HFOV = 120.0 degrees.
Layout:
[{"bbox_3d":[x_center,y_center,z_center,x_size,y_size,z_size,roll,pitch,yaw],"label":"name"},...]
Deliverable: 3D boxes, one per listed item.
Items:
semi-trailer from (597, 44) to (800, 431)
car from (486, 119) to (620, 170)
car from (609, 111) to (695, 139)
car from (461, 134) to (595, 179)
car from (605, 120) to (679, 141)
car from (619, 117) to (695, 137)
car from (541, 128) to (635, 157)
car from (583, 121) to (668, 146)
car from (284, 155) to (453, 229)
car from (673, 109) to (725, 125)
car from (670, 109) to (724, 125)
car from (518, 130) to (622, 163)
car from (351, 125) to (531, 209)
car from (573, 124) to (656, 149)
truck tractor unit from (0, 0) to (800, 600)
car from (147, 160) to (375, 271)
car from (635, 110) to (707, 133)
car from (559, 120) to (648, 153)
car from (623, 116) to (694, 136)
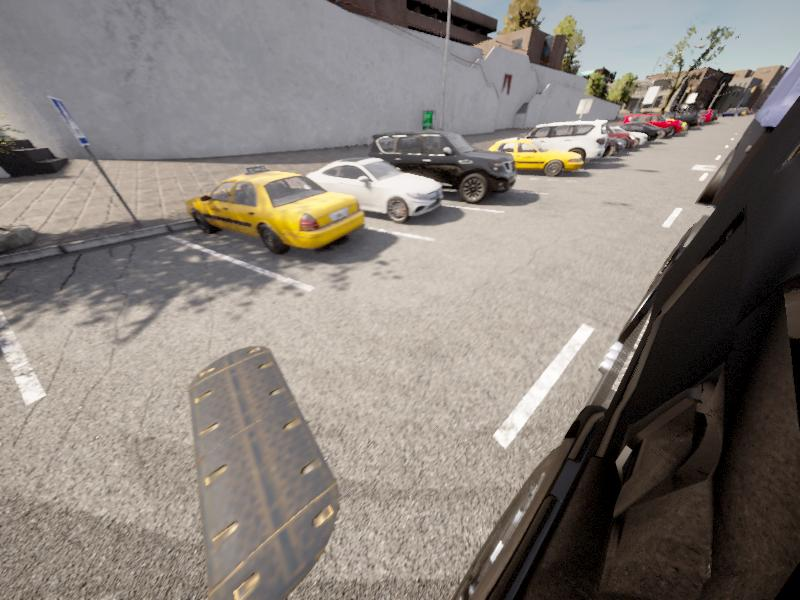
[{"bbox_3d":[8.698,-3.602,4.234,14.254,4.402,2.717,-28,44,-30],"label":"semi-trailer"},{"bbox_3d":[8.157,-8.728,13.011,5.566,2.045,2.435,17,41,25],"label":"car"},{"bbox_3d":[26.571,-18.710,24.816,5.566,2.045,2.435,17,41,25],"label":"car"},{"bbox_3d":[6.056,-7.239,11.583,5.366,1.575,1.946,17,41,25],"label":"car"},{"bbox_3d":[24.290,-17.232,23.507,4.792,1.488,2.163,17,41,25],"label":"car"},{"bbox_3d":[29.013,-19.720,26.370,5.366,1.575,1.946,17,41,25],"label":"car"},{"bbox_3d":[12.791,-10.974,16.150,4.674,1.452,2.002,17,41,25],"label":"car"},{"bbox_3d":[19.677,-14.750,20.547,5.008,1.535,2.097,17,42,25],"label":"car"},{"bbox_3d":[-0.996,-3.572,7.203,4.674,1.452,2.002,17,41,25],"label":"car"},{"bbox_3d":[58.740,-36.059,45.571,5.566,2.045,2.435,17,41,25],"label":"car"},{"bbox_3d":[56.372,-34.841,44.109,5.566,2.045,2.435,17,41,25],"label":"car"},{"bbox_3d":[10.463,-9.743,14.662,4.792,1.488,2.163,17,42,25],"label":"car"},{"bbox_3d":[1.322,-5.021,8.518,5.566,2.045,2.435,17,41,25],"label":"car"},{"bbox_3d":[17.378,-13.471,19.103,4.674,1.452,2.002,17,41,25],"label":"car"},{"bbox_3d":[2.645,-0.295,0.352,6.516,4.208,3.053,-28,44,-30],"label":"truck tractor unit"},{"bbox_3d":[-3.456,-2.429,5.747,5.366,1.575,1.946,17,41,25],"label":"car"},{"bbox_3d":[35.691,-23.709,30.741,5.566,2.045,2.435,17,42,25],"label":"car"},{"bbox_3d":[15.051,-12.362,17.539,4.553,1.767,2.185,17,41,25],"label":"car"},{"bbox_3d":[30.981,-21.062,28.001,5.366,1.575,1.946,17,42,25],"label":"car"}]
